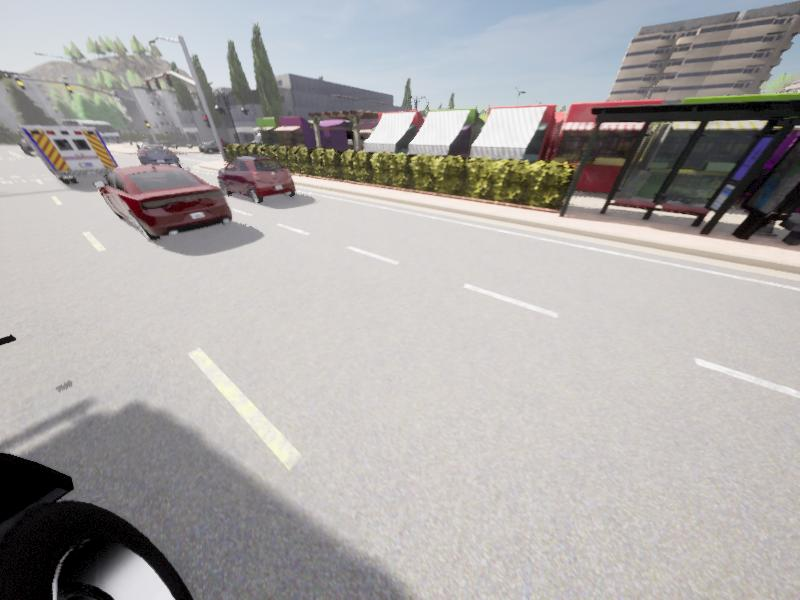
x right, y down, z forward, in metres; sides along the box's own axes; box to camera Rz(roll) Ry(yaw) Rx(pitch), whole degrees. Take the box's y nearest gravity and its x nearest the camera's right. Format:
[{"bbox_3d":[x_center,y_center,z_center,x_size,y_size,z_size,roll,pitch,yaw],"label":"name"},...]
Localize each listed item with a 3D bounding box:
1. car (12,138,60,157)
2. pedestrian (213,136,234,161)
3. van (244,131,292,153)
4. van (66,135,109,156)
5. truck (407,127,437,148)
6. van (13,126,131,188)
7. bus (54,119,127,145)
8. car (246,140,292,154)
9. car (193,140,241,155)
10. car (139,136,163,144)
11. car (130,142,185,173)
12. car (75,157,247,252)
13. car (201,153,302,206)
[{"bbox_3d":[-42.350,-17.859,26.883,5.027,1.651,2.152,22,40,27],"label":"car"},{"bbox_3d":[-16.428,-14.100,21.516,0.751,1.860,0.751,20,40,25],"label":"pedestrian"},{"bbox_3d":[-20.506,-24.818,36.263,1.988,2.561,5.915,24,41,29],"label":"van"},{"bbox_3d":[-36.838,-18.250,27.213,4.442,1.987,1.775,22,41,27],"label":"van"},{"bbox_3d":[5.327,-38.446,54.788,2.891,3.827,8.468,23,41,29],"label":"truck"},{"bbox_3d":[-18.315,-8.133,12.895,6.366,2.431,2.351,23,41,28],"label":"van"},{"bbox_3d":[-67.741,-37.062,51.233,3.944,4.253,10.273,-9,36,-12],"label":"bus"},{"bbox_3d":[-18.837,-22.282,33.548,1.801,1.575,5.366,24,42,29],"label":"car"},{"bbox_3d":[-24.900,-20.986,31.666,2.007,1.525,4.514,24,41,29],"label":"car"},{"bbox_3d":[-65.102,-41.959,60.457,1.851,1.617,3.988,1,35,0],"label":"car"},{"bbox_3d":[-18.150,-10.847,17.417,2.152,1.651,5.027,-26,43,-32],"label":"car"},{"bbox_3d":[-6.935,-3.033,6.672,5.008,1.535,1.882,23,41,28],"label":"car"},{"bbox_3d":[-6.217,-5.211,9.757,3.633,1.501,1.845,22,41,28],"label":"car"}]
